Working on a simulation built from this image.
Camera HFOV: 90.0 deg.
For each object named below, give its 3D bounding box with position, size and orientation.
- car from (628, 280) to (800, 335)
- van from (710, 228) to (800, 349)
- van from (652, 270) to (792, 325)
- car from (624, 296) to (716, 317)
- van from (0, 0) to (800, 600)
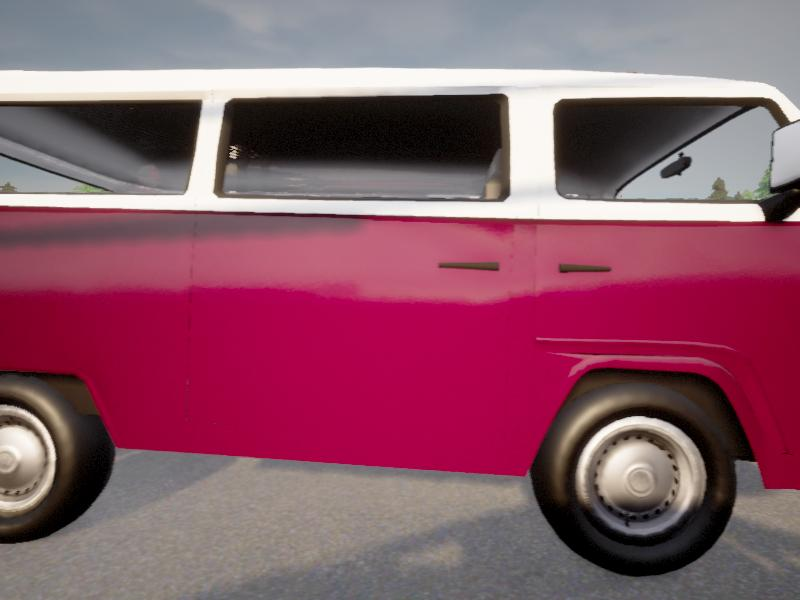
[{"bbox_3d":[10.620,0.230,13.148,5.238,1.638,1.930,0,0,-4],"label":"car"},{"bbox_3d":[11.071,-0.243,9.545,5.915,2.561,1.988,0,0,-3],"label":"van"},{"bbox_3d":[17.711,-0.123,22.695,2.351,2.431,6.366,6,0,-4],"label":"van"},{"bbox_3d":[19.562,0.442,29.366,2.033,1.411,5.357,0,0,-22],"label":"car"},{"bbox_3d":[-0.225,-0.034,2.317,4.480,2.038,2.069,2,0,5],"label":"van"}]
